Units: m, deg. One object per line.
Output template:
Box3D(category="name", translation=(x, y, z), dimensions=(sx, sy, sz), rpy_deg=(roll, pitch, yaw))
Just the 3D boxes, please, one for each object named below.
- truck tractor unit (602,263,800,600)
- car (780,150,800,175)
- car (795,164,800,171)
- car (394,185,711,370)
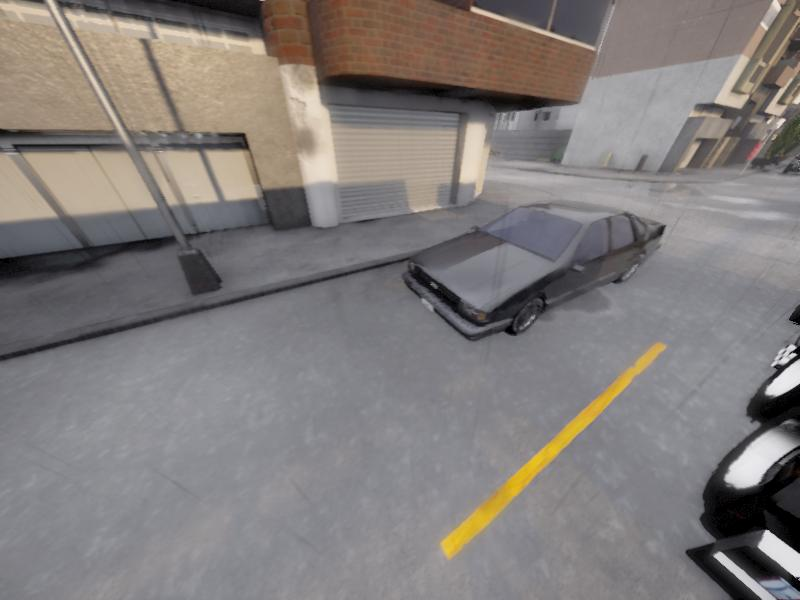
Box3D(category="truck tractor unit", translation=(5.112, -0.299, 0.785), dimensions=(6.516, 4.208, 3.053), rpy_deg=(-18, 39, -24))
Box3D(category="car", translation=(35.566, -11.842, 19.814), dimensions=(4.553, 1.767, 2.097), rpy_deg=(-18, 39, -24))
Box3D(category="car", translation=(41.727, -13.760, 22.818), dimensions=(5.366, 1.575, 1.801), rpy_deg=(-18, 39, -24))
Box3D(category="car", translation=(2.741, -0.966, 4.207), dimensions=(5.357, 1.411, 2.033), rpy_deg=(-17, 38, -23))
